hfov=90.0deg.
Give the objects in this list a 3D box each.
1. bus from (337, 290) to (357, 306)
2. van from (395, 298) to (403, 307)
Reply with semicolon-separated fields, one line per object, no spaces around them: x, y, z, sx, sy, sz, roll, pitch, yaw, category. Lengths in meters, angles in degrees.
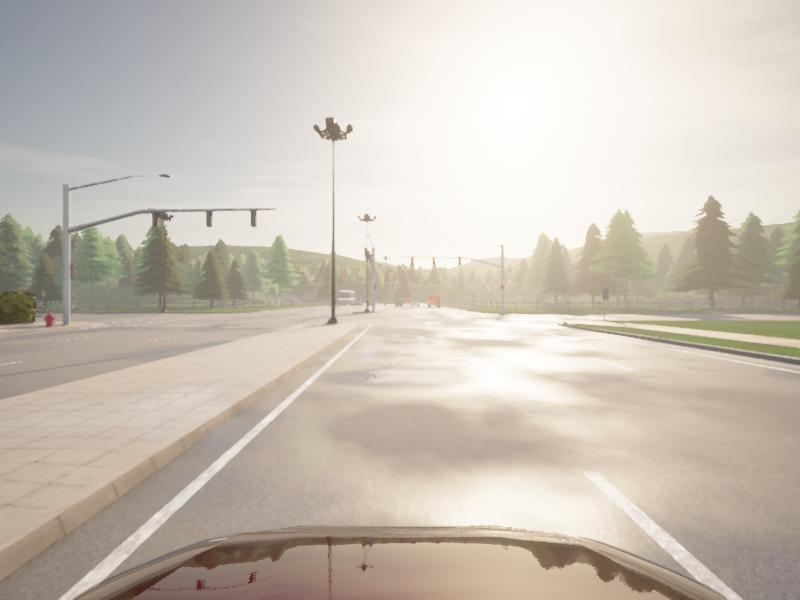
-14.553;-0.566;111.641;3.944;4.253;10.273;0;0;1;bus
-0.128;0.575;90.216;1.775;1.987;4.442;0;0;1;van
